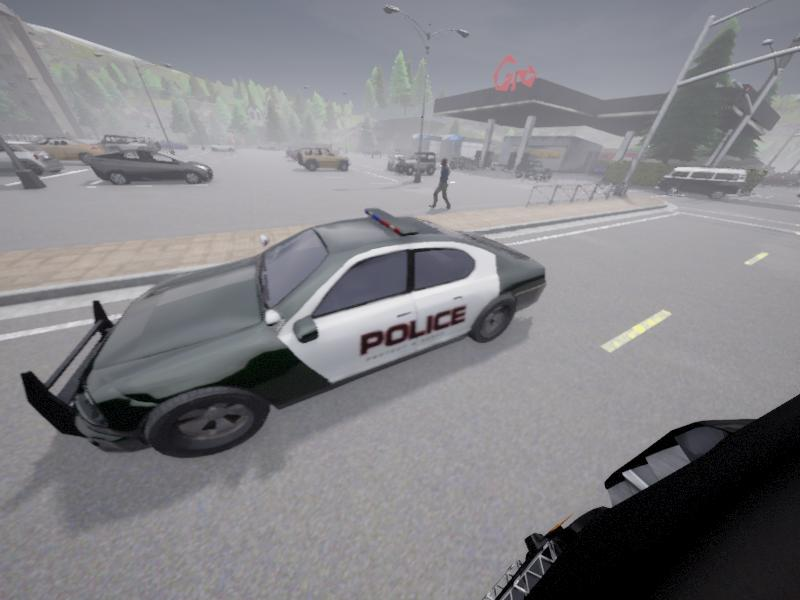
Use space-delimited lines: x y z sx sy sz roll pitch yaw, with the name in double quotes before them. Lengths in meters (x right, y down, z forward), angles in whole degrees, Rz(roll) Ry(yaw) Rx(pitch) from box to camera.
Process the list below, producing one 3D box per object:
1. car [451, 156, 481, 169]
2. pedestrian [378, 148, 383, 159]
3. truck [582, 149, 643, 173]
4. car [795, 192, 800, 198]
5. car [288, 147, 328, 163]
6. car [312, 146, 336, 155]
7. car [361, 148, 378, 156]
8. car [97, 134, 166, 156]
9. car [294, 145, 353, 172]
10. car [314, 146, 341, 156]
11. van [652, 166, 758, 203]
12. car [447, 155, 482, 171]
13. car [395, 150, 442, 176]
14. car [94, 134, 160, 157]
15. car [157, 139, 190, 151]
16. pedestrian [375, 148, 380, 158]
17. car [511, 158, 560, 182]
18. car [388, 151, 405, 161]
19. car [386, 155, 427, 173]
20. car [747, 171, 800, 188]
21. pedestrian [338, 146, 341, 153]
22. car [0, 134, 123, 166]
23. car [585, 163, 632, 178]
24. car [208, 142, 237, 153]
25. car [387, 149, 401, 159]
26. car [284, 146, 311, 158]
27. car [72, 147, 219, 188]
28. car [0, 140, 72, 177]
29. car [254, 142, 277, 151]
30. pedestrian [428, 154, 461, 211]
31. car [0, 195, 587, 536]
"car" 10.692 -22.660 37.960 2.007 1.525 4.514 -14 37 -24
"pedestrian" -3.841 -29.472 46.442 0.751 1.860 0.751 -14 37 -24
"truck" 45.616 -30.171 50.006 2.891 3.827 8.468 -14 37 -24
"car" 39.226 -10.196 21.356 4.674 1.442 1.812 -14 36 -24
"car" -12.014 -19.032 30.330 4.514 1.523 2.007 -14 37 -24
"car" -16.929 -33.361 51.615 4.514 1.523 2.007 -14 37 -24
"car" -8.793 -42.790 66.792 4.792 1.488 2.163 23 39 28
"car" -31.328 -18.243 27.227 4.605 1.855 1.932 -14 37 -24
"car" -6.808 -12.739 20.896 4.605 1.855 1.932 -14 37 -24
"car" -15.415 -31.794 49.358 5.027 1.636 2.152 -14 37 -24
"van" 23.540 -9.252 18.245 4.480 2.038 2.069 28 42 34
"car" 9.310 -20.041 33.809 2.033 1.649 4.856 -14 37 -24
"car" 1.676 -12.873 21.741 3.866 1.878 1.905 -14 37 -24
"car" -29.605 -16.884 25.279 3.866 1.878 1.905 -14 37 -24
"car" -39.909 -27.442 40.909 3.633 1.501 1.845 -14 37 -24
"pedestrian" -4.644 -30.388 47.759 0.751 1.860 0.751 -14 37 -24
"car" 14.677 -14.269 25.298 1.905 1.878 3.866 -14 37 -24
"car" -0.787 -31.048 49.732 1.970 1.475 3.806 -14 37 -24
"car" 0.648 -14.456 24.560 3.806 1.475 1.970 -14 37 -24
"car" 55.686 -17.791 33.944 2.097 1.767 4.553 -8 34 -15
"pedestrian" -17.435 -43.470 66.734 0.751 1.860 0.751 -2 34 -8
"car" -23.625 -10.349 16.045 5.027 1.636 2.152 -14 37 -24
"car" 31.930 -19.947 35.566 2.242 1.667 4.611 -14 37 -24
"car" -31.965 -27.604 41.809 3.806 1.475 1.970 -14 37 -24
"car" -1.420 -36.105 56.928 1.905 1.878 3.866 -14 37 -24
"car" -16.650 -24.077 37.604 3.633 1.501 1.845 -14 37 -24
"car" -12.409 -6.798 11.853 4.514 1.523 2.007 -14 37 -24
"car" -20.342 -7.112 11.570 3.806 1.475 1.970 -14 37 -24
"car" -34.830 -39.806 59.844 4.605 1.855 1.932 -15 37 -25
"pedestrian" 1.659 -4.461 8.859 0.751 1.860 0.751 -6 34 -13
"car" -0.533 -0.188 2.830 4.974 1.542 2.038 -14 37 -24
